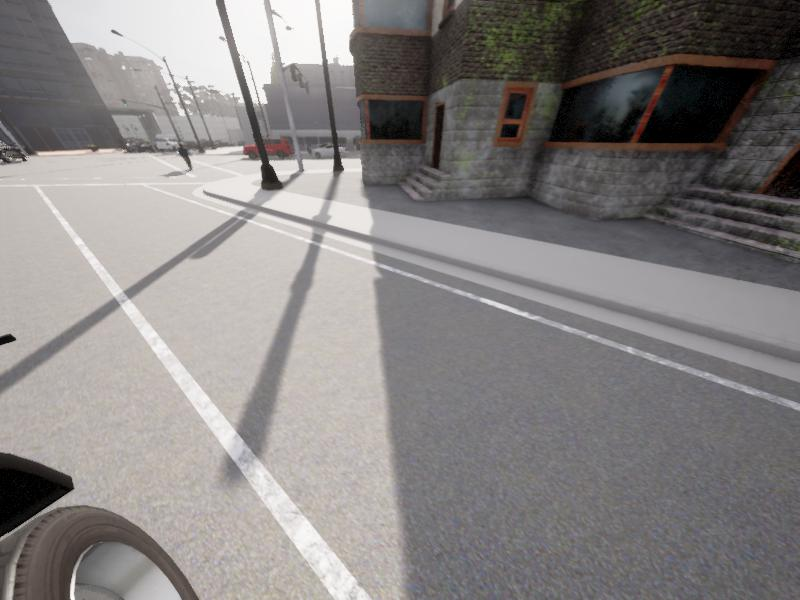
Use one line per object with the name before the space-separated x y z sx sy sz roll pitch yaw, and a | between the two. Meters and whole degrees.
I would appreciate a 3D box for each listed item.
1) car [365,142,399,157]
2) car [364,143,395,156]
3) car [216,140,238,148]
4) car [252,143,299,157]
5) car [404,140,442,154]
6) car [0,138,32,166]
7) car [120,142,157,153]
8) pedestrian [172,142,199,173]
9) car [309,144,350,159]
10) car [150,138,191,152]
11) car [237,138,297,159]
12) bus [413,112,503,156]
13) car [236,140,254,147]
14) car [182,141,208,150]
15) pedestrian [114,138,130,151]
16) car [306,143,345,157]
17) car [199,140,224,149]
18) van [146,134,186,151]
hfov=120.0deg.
car | -2.297 -19.605 30.102 4.193 1.474 1.816 -6 36 -7
car | -2.961 -21.533 32.931 4.181 1.385 1.994 -6 36 -6
car | -43.121 -39.187 57.861 1.930 1.638 5.238 -2 35 -3
car | -16.582 -20.188 31.058 5.008 1.535 1.882 -6 35 -8
car | 3.299 -22.326 33.700 5.008 1.535 1.882 -7 36 -7
car | -39.098 -14.273 22.186 2.150 2.045 5.566 -24 42 -31
car | -43.243 -25.338 38.333 1.816 1.474 4.193 -5 36 -8
pedestrian | -15.584 -10.362 16.824 0.751 1.860 0.751 -27 43 -33
car | -8.770 -18.888 29.255 4.674 1.442 1.812 -6 36 -8
car | -40.247 -27.417 40.806 2.150 2.045 5.566 -5 35 -8
car | -15.969 -18.408 28.087 5.566 2.045 2.150 -6 36 -8
bus | 7.212 -21.771 30.417 10.273 4.253 3.944 -7 36 -7
car | -42.780 -43.229 63.750 1.816 1.474 4.193 4 35 6
car | -41.393 -31.260 46.757 1.816 1.474 4.193 -5 35 -8
pedestrian | -47.915 -26.899 39.881 0.751 1.860 0.751 6 36 8
car | -10.189 -20.807 31.952 4.892 1.490 1.837 -6 35 -8
car | -42.434 -35.160 52.145 1.930 1.638 5.238 -5 35 -7
van | -44.443 -30.027 44.061 1.988 2.561 5.915 -5 36 -8
